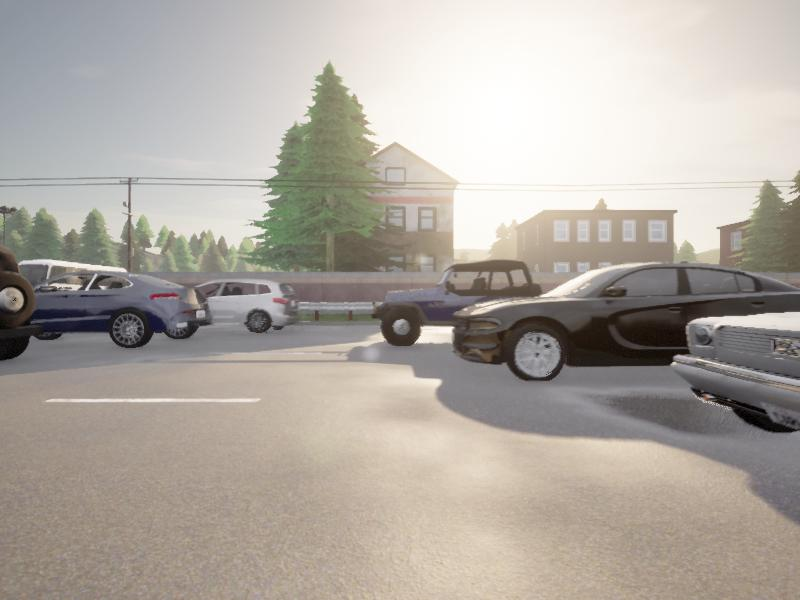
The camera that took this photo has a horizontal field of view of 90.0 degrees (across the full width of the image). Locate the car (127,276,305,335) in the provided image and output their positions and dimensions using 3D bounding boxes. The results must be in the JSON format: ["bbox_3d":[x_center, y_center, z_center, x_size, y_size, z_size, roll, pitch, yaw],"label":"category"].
[{"bbox_3d":[-5.566,0.158,12.672,4.611,1.667,2.242,0,0,0],"label":"car"}]

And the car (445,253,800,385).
[{"bbox_3d":[3.256,0.223,5.720,5.008,1.535,1.882,-1,0,0],"label":"car"}]

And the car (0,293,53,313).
[{"bbox_3d":[-32.239,0.201,33.409,1.801,1.575,5.366,0,0,0],"label":"car"}]

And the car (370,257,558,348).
[{"bbox_3d":[1.319,0.046,9.209,3.866,1.878,1.905,0,0,0],"label":"car"}]

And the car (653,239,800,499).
[{"bbox_3d":[4.360,0.344,2.224,4.718,1.301,1.895,0,0,0],"label":"car"}]

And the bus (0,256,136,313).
[{"bbox_3d":[-28.620,-1.131,35.280,3.944,4.253,10.273,0,0,0],"label":"bus"}]

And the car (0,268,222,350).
[{"bbox_3d":[-7.069,0.180,9.172,5.027,1.651,2.152,0,0,0],"label":"car"}]

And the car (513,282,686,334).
[{"bbox_3d":[6.132,0.229,12.735,4.514,1.525,2.007,0,0,0],"label":"car"}]

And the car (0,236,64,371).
[{"bbox_3d":[-7.490,0.046,5.660,3.866,1.878,1.905,0,0,0],"label":"car"}]
